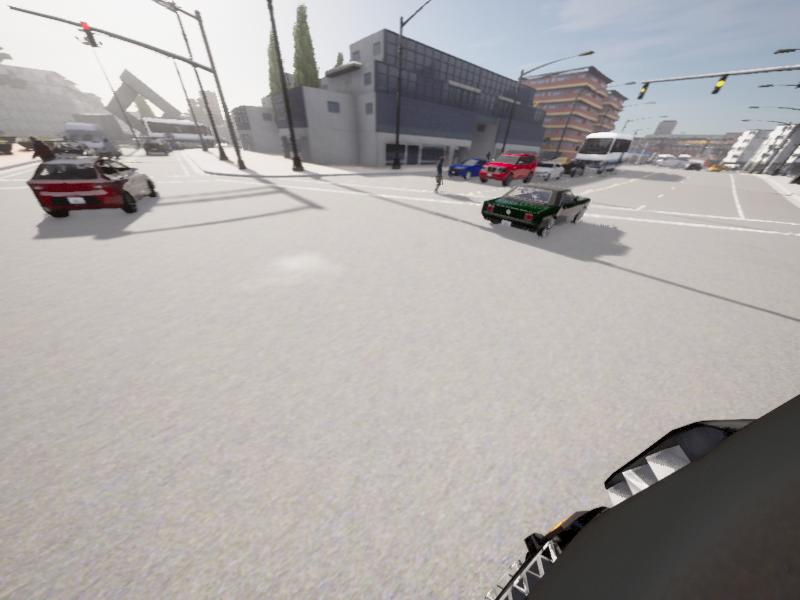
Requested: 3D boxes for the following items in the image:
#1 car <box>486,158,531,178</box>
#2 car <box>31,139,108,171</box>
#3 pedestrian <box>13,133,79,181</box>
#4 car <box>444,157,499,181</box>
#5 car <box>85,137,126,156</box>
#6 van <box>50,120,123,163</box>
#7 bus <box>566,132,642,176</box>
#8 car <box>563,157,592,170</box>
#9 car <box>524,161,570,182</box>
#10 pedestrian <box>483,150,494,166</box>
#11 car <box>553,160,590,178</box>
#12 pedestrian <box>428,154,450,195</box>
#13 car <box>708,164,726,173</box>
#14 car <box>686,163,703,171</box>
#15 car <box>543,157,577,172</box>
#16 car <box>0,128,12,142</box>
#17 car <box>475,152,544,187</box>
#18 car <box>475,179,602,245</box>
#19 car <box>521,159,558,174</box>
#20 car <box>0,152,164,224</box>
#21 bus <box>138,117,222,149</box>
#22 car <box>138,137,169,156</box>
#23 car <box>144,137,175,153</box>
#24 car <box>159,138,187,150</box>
[{"bbox_3d":[11.341,-13.797,24.018,4.892,1.490,1.837,-24,42,-33],"label":"car"},{"bbox_3d":[-21.120,-9.445,15.007,1.816,1.474,4.193,-23,42,-33],"label":"car"},{"bbox_3d":[-16.532,-6.686,10.865,0.751,1.860,0.751,-16,38,-26],"label":"pedestrian"},{"bbox_3d":[6.373,-11.660,20.439,5.008,1.535,1.882,-23,42,-34],"label":"car"},{"bbox_3d":[-30.188,-15.854,23.815,1.845,1.501,3.633,-23,42,-34],"label":"car"},{"bbox_3d":[-25.852,-13.270,19.390,1.988,2.561,5.915,-23,42,-33],"label":"van"},{"bbox_3d":[26.778,-19.195,30.234,10.273,4.253,3.944,-25,43,-33],"label":"bus"},{"bbox_3d":[27.004,-20.863,35.110,4.674,1.442,1.812,-24,42,-32],"label":"car"},{"bbox_3d":[14.232,-12.488,22.315,4.674,1.442,1.812,-24,42,-33],"label":"car"},{"bbox_3d":[12.175,-19.544,31.851,0.751,1.860,0.751,-16,38,-26],"label":"pedestrian"},{"bbox_3d":[19.264,-14.743,25.882,4.193,1.474,1.816,-24,42,-33],"label":"car"},{"bbox_3d":[2.109,-6.854,12.633,0.751,1.860,0.751,15,35,17],"label":"pedestrian"},{"bbox_3d":[75.405,-31.310,55.002,5.008,1.535,1.882,-22,41,-34],"label":"car"},{"bbox_3d":[68.623,-31.027,53.831,5.008,1.535,1.882,-22,41,-34],"label":"car"},{"bbox_3d":[21.828,-18.520,31.434,5.008,1.535,1.882,-25,43,-33],"label":"car"},{"bbox_3d":[-64.131,-25.730,35.816,4.611,1.667,2.242,11,34,11],"label":"car"},{"bbox_3d":[8.652,-10.304,18.129,5.566,2.045,2.150,-23,42,-33],"label":"car"},{"bbox_3d":[4.968,-3.313,8.115,4.718,1.301,1.895,-23,42,-34],"label":"car"},{"bbox_3d":[16.964,-16.240,28.034,4.181,1.385,1.994,-23,42,-32],"label":"car"},{"bbox_3d":[-9.917,-3.933,7.702,1.816,1.474,4.193,-16,38,-26],"label":"car"},{"bbox_3d":[-41.521,-31.704,44.176,3.944,4.253,10.273,31,43,33],"label":"bus"},{"bbox_3d":[-28.956,-18.162,27.274,1.930,1.638,5.238,-23,41,-33],"label":"car"},{"bbox_3d":[-33.071,-21.479,31.905,1.930,1.638,5.238,-19,39,-29],"label":"car"},{"bbox_3d":[-36.379,-25.054,37.140,1.816,1.474,4.193,-11,36,-20],"label":"car"}]
